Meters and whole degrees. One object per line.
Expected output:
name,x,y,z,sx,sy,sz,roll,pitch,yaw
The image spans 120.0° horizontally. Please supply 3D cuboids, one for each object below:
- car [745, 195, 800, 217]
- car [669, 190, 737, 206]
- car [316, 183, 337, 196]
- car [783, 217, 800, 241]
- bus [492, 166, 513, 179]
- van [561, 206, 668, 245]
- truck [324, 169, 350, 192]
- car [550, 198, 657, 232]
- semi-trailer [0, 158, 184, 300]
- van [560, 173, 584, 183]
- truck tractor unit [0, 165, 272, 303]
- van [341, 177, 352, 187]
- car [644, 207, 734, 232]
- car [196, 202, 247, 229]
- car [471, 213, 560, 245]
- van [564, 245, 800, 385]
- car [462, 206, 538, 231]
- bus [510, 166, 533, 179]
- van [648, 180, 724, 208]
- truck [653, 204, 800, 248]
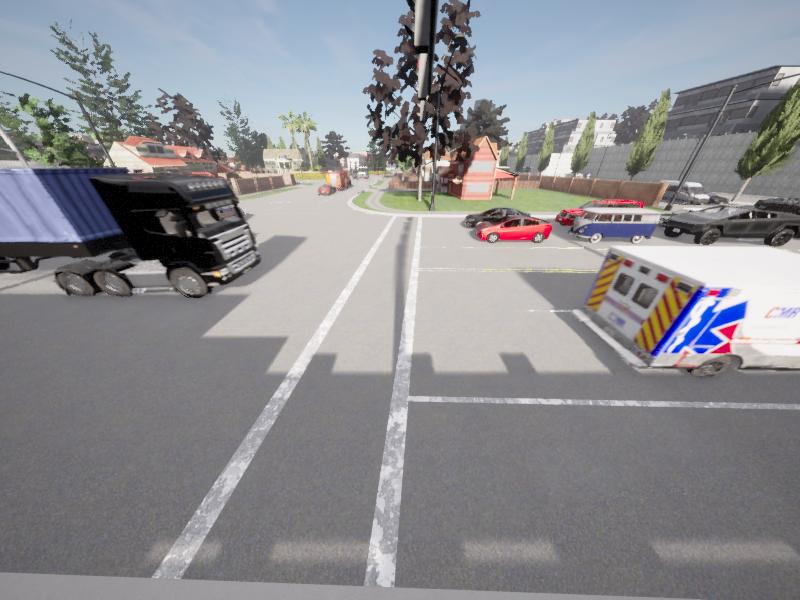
car,39.675,-9.496,23.343,2.128,1.511,4.902,1,30,1
car,39.823,-13.640,30.636,2.033,1.411,5.357,0,30,1
car,-12.729,-19.373,40.338,2.152,1.651,5.027,0,30,0
car,28.048,-4.594,14.472,3.866,1.878,1.905,0,30,0
bus,41.034,-51.413,93.125,3.944,4.253,10.273,0,30,1
van,13.318,-4.758,14.662,4.442,1.987,1.775,1,30,1
truck,-12.756,-24.916,47.736,2.891,3.827,8.468,0,30,0
car,15.165,-6.492,17.603,5.566,2.045,2.150,1,30,2
semi-trailer,-17.224,-2.693,8.626,14.254,4.402,2.717,1,30,1
van,52.012,-37.076,70.187,2.351,2.431,6.366,0,30,1
truck tractor unit,-9.311,-2.500,8.500,6.516,4.208,3.053,1,31,1
van,-12.924,-28.576,55.915,1.775,1.987,4.442,-1,30,-2
car,21.911,-6.208,17.683,3.806,1.475,1.970,0,30,1
car,-14.800,-7.224,19.517,1.994,1.385,4.181,-8,31,-14
car,7.219,-4.633,14.904,4.514,1.525,2.007,1,30,1
van,8.293,0.242,5.560,6.366,2.431,2.351,1,30,1
car,7.532,-6.367,17.939,4.892,1.490,1.837,1,30,1
bus,48.797,-51.548,93.357,3.944,4.253,10.273,0,30,1
van,36.309,-13.814,29.781,1.988,2.561,5.915,0,31,1
truck,20.689,-4.672,14.400,6.274,2.098,2.390,1,30,2
